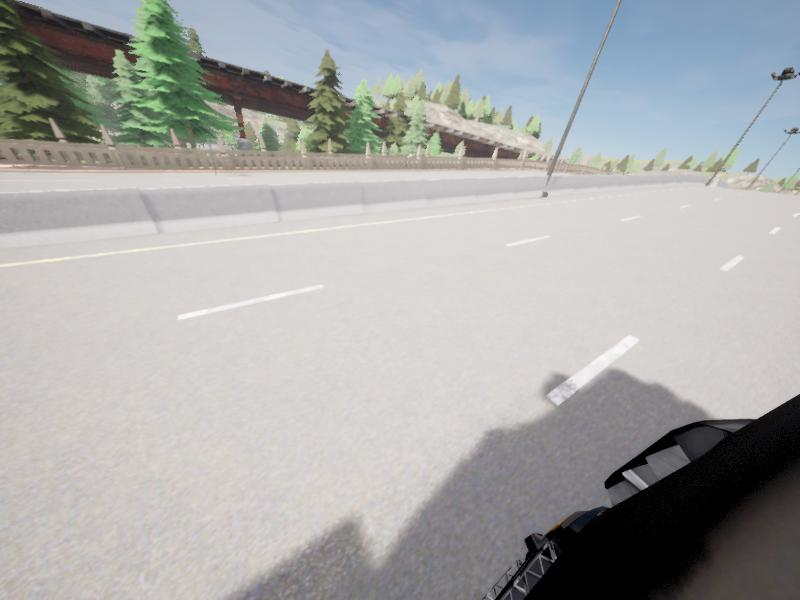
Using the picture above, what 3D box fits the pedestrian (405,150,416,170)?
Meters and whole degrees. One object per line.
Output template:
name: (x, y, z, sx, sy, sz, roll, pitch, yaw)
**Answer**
pedestrian: (1.244, -16.649, 27.477, 0.751, 1.860, 0.751, -10, 35, -30)
